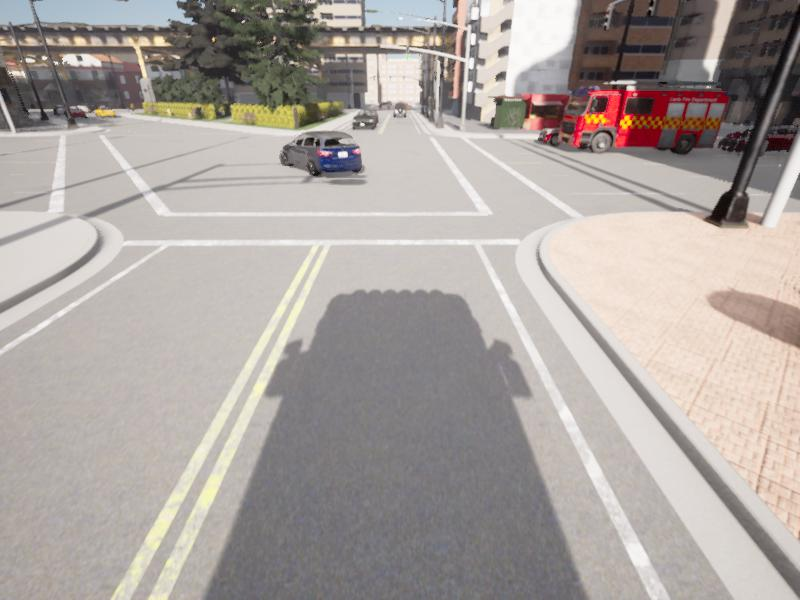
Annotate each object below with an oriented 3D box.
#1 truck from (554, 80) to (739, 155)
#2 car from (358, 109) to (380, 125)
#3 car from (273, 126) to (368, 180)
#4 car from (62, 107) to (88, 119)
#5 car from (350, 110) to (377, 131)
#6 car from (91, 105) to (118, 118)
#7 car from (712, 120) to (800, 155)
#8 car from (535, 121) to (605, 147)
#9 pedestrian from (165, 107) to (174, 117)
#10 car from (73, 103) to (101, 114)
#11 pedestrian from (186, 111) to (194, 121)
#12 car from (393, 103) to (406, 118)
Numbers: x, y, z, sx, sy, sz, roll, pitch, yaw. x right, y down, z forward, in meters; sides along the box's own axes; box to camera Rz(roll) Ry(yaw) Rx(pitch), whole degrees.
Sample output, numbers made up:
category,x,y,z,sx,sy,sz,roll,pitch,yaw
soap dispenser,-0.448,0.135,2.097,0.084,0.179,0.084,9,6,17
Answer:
category,x,y,z,sx,sy,sz,roll,pitch,yaw
truck,14.385,-10.976,24.097,8.468,3.827,2.891,0,27,-1
car,-3.515,-21.362,46.637,2.163,1.488,4.792,0,27,0
car,-3.610,-6.676,17.838,2.242,1.667,4.611,-18,32,-32
car,-47.001,-27.130,57.886,3.806,1.475,1.970,24,36,39
car,-3.522,-17.929,39.791,2.152,1.651,5.027,0,27,0
car,-44.248,-28.183,59.826,5.366,1.575,1.801,24,36,38
car,22.520,-10.008,24.644,4.553,1.767,2.097,0,27,-1
car,11.673,-11.539,27.699,3.806,1.475,1.970,0,27,-1
pedestrian,-32.910,-26.820,57.098,0.751,1.300,0.751,-21,34,-35
car,-57.733,-35.449,73.941,2.152,1.651,5.027,-7,28,-13
pedestrian,-25.784,-22.614,49.116,0.500,1.100,0.500,-22,34,-36
car,-0.020,-28.926,60.951,1.905,1.878,3.866,0,27,0
